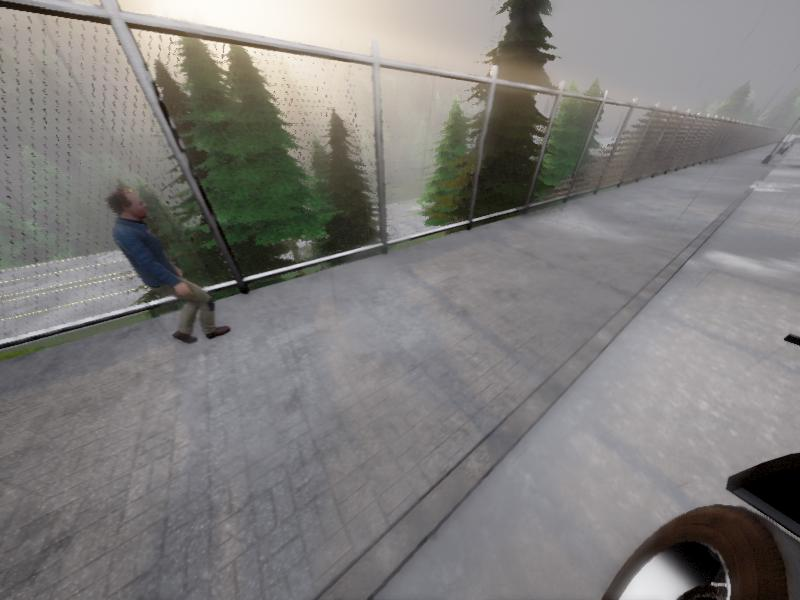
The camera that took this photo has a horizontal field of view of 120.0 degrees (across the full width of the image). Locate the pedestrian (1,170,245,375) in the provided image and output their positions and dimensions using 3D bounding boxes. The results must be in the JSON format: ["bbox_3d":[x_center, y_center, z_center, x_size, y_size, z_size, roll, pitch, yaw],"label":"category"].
[{"bbox_3d":[-2.526,-0.242,2.435,0.751,1.860,0.751,30,45,35],"label":"pedestrian"}]
